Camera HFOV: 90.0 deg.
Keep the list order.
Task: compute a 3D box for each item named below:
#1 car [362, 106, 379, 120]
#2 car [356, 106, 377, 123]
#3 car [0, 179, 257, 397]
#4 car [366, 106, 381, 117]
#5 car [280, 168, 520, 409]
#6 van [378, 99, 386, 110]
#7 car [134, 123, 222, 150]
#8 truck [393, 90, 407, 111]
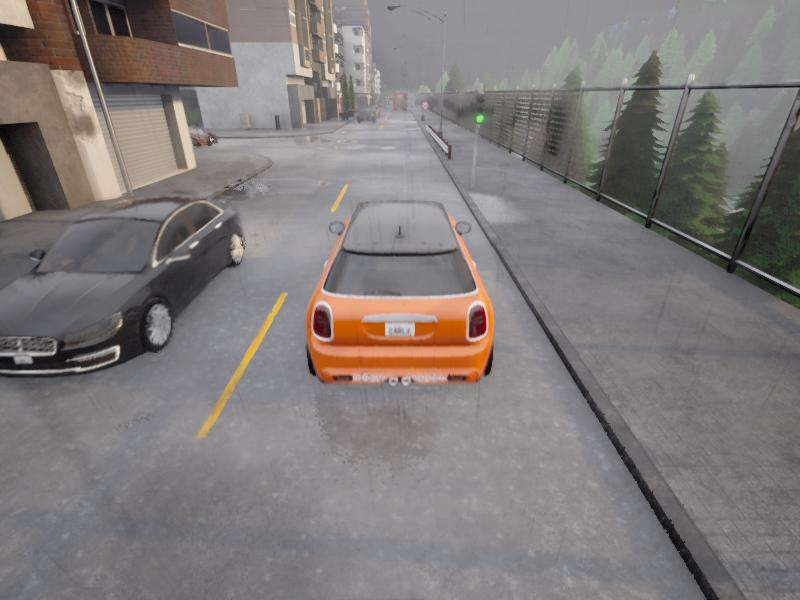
[{"bbox_3d":[-3.993,-25.686,54.844,1.801,1.575,5.366,0,27,0],"label":"car"},{"bbox_3d":[-3.991,-22.527,48.466,2.097,1.767,4.553,0,27,0],"label":"car"},{"bbox_3d":[-4.048,-0.694,6.324,1.837,1.490,4.892,0,27,0],"label":"car"},{"bbox_3d":[-3.991,-28.798,61.011,1.970,1.475,3.806,0,27,0],"label":"car"},{"bbox_3d":[-0.002,-0.656,5.920,2.097,1.767,4.553,0,27,0],"label":"car"},{"bbox_3d":[-3.998,-43.820,89.673,1.775,1.987,4.442,0,27,0],"label":"van"},{"bbox_3d":[-13.737,-10.230,25.012,4.181,1.385,1.994,2,27,3],"label":"car"},{"bbox_3d":[0.009,-43.002,86.072,2.891,3.827,8.468,0,27,0],"label":"truck"}]
